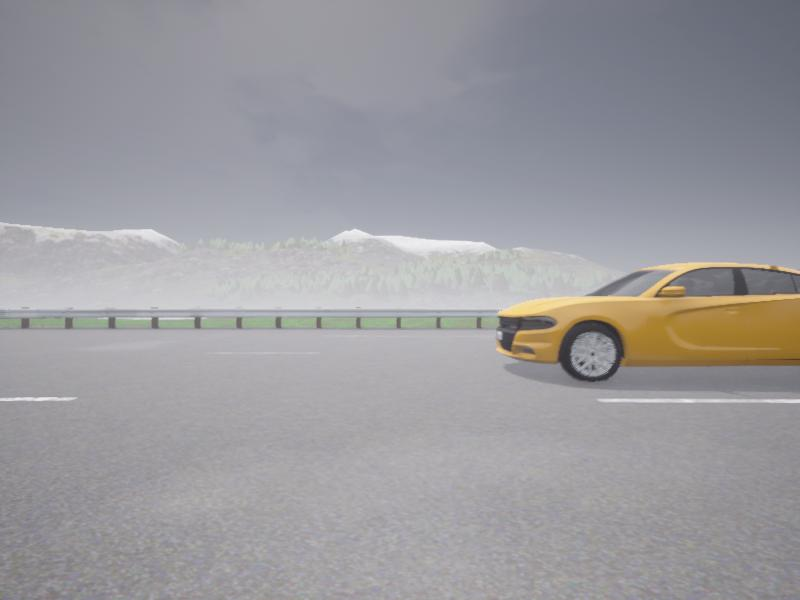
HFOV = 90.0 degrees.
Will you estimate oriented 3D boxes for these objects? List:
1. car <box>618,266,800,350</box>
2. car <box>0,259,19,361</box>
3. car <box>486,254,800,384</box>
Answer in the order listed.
[{"bbox_3d":[7.921,0.165,9.168,4.611,1.667,2.242,0,0,0],"label":"car"},{"bbox_3d":[-9.008,0.170,5.736,5.027,1.651,2.152,0,0,0],"label":"car"},{"bbox_3d":[3.926,0.226,5.683,5.008,1.535,1.882,0,0,0],"label":"car"}]
